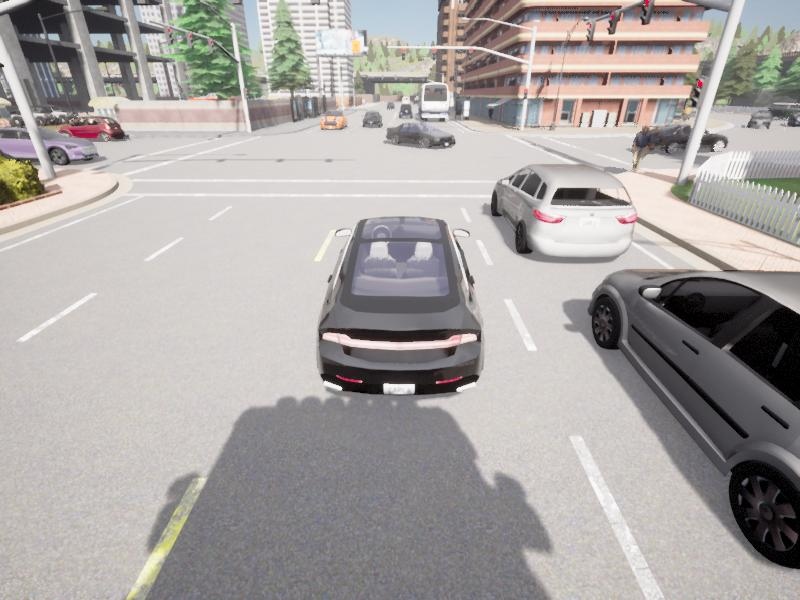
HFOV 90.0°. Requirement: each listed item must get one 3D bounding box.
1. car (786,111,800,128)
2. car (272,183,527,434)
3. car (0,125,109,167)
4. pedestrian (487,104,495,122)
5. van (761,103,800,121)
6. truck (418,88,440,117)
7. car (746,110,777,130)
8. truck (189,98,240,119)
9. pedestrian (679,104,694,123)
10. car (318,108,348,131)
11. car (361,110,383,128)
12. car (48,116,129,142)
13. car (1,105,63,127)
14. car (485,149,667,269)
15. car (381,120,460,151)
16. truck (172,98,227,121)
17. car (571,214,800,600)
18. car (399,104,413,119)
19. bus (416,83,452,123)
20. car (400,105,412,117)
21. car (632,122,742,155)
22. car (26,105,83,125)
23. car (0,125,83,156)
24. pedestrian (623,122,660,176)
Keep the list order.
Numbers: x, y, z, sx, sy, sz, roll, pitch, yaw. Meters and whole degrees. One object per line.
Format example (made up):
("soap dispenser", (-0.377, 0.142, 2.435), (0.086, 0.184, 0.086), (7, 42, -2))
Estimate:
("car", (40.997, -18.307, 40.531), (1.970, 1.475, 3.806), (17, 32, 30))
("car", (0.026, -0.457, 5.856), (2.128, 1.511, 4.902), (0, 27, 1))
("car", (-17.319, -7.417, 19.166), (4.856, 1.649, 2.033), (0, 27, 0))
("pedestrian", (10.526, -21.593, 46.251), (0.751, 1.860, 0.751), (6, 28, 11))
("van", (50.734, -25.063, 53.127), (1.775, 1.987, 4.442), (4, 28, 9))
("truck", (4.448, -31.296, 63.379), (2.891, 3.827, 8.468), (0, 27, 1))
("car", (35.318, -17.603, 39.072), (1.789, 1.549, 3.705), (22, 34, 35))
("truck", (-25.007, -25.975, 54.164), (5.204, 2.467, 2.615), (0, 27, 1))
("pedestrian", (31.386, -20.413, 43.827), (0.751, 1.860, 0.751), (-20, 33, -34))
("car", (-6.450, -17.669, 39.071), (2.097, 1.767, 4.553), (0, 27, 1))
("car", (-2.899, -19.108, 42.202), (1.837, 1.490, 4.892), (0, 27, 1))
("car", (-22.101, -12.218, 28.541), (3.988, 1.617, 1.851), (0, 27, 0))
("car", (-36.854, -18.486, 40.149), (3.866, 1.878, 1.905), (0, 27, 1))
("car", (3.608, -2.402, 9.470), (2.242, 1.667, 4.611), (1, 27, 1))
("car", (1.195, -10.758, 26.002), (2.033, 1.411, 5.357), (-20, 33, -33))
("truck", (-25.062, -24.006, 50.329), (5.204, 2.467, 2.615), (0, 27, 1))
("car", (3.497, 0.481, 3.923), (1.851, 1.617, 3.988), (0, 27, 1))
("car", (0.822, -26.473, 56.110), (1.905, 1.878, 3.866), (0, 27, 1))
("bus", (4.143, -25.676, 51.977), (3.944, 4.253, 10.273), (0, 27, 1))
("car", (0.933, -29.966, 63.296), (1.801, 1.575, 5.366), (0, 27, 1))
("car", (16.350, -9.293, 22.963), (4.892, 1.490, 1.837), (-4, 28, -8))
("car", (-36.817, -19.829, 42.765), (3.866, 1.878, 1.905), (0, 27, 1))
("car", (-21.353, -8.927, 22.364), (5.357, 1.411, 2.033), (0, 27, 0))
("pedestrian", (9.387, -5.900, 15.582), (0.751, 1.860, 0.751), (18, 32, 31))
